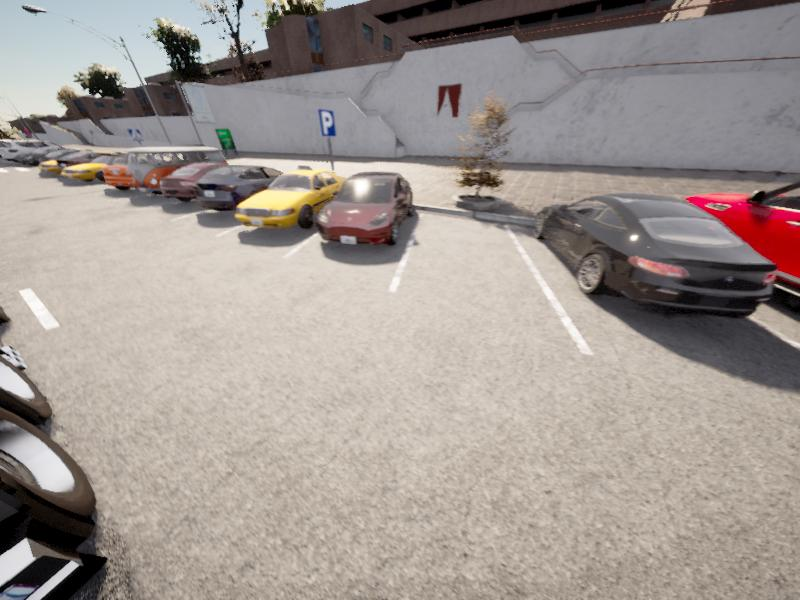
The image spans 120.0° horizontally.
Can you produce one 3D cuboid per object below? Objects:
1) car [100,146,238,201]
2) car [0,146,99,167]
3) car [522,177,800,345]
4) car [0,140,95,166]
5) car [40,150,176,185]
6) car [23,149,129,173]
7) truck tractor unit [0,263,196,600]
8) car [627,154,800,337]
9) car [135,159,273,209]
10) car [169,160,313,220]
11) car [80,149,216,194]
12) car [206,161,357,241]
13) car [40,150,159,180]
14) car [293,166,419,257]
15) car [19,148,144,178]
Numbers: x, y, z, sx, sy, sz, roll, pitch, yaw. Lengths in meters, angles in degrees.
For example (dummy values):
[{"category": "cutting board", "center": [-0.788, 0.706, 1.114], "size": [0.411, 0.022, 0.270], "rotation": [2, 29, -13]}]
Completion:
[{"category": "car", "center": [-11.141, -6.650, 11.821], "size": [1.878, 1.987, 4.442], "rotation": [6, 35, 8]}, {"category": "car", "center": [-34.371, -14.341, 22.978], "size": [2.231, 1.521, 4.892], "rotation": [6, 35, 8]}, {"category": "car", "center": [4.373, -1.388, 4.708], "size": [2.002, 1.452, 4.674], "rotation": [5, 35, 8]}, {"category": "car", "center": [-36.960, -15.423, 24.072], "size": [2.435, 2.045, 5.566], "rotation": [6, 35, 8]}, {"category": "car", "center": [-18.915, -9.034, 15.536], "size": [1.946, 1.575, 5.366], "rotation": [7, 35, 8]}, {"category": "car", "center": [-26.637, -11.711, 19.345], "size": [2.002, 1.452, 4.674], "rotation": [6, 35, 8]}, {"category": "truck tractor unit", "center": [-5.109, -0.302, 0.785], "size": [6.516, 4.208, 3.053], "rotation": [18, 39, 24]}, {"category": "car", "center": [6.961, -0.807, 3.337], "size": [2.435, 2.045, 5.566], "rotation": [5, 34, 8]}, {"category": "car", "center": [-8.553, -5.636, 10.846], "size": [2.002, 1.452, 4.674], "rotation": [6, 35, 8]}, {"category": "car", "center": [-5.963, -4.804, 9.647], "size": [2.163, 1.488, 4.792], "rotation": [6, 35, 8]}, {"category": "car", "center": [-13.724, -7.484, 13.167], "size": [2.185, 1.767, 4.553], "rotation": [6, 35, 8]}, {"category": "car", "center": [-3.404, -3.859, 8.225], "size": [1.946, 1.575, 5.366], "rotation": [6, 35, 8]}, {"category": "car", "center": [-21.467, -9.999, 16.941], "size": [2.163, 1.488, 4.792], "rotation": [6, 35, 8]}, {"category": "car", "center": [-0.797, -3.069, 7.144], "size": [2.163, 1.488, 4.792], "rotation": [6, 35, 8]}, {"category": "car", "center": [-24.081, -10.777, 17.959], "size": [1.946, 1.575, 5.366], "rotation": [6, 35, 8]}]
